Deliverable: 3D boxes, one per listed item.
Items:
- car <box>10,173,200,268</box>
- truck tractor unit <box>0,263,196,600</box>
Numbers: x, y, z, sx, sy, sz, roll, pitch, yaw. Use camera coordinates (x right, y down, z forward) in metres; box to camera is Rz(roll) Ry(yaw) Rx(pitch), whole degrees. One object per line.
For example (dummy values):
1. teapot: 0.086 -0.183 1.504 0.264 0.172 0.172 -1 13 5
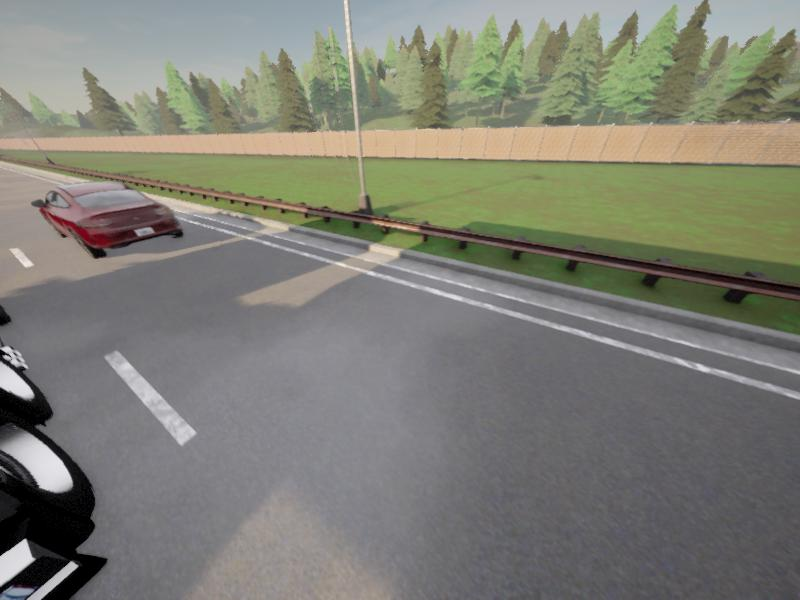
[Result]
1. car: -7.988 -2.400 6.285 4.674 1.442 1.812 18 39 24
2. truck tractor unit: -5.109 -0.300 0.794 6.516 4.208 3.053 18 39 24
